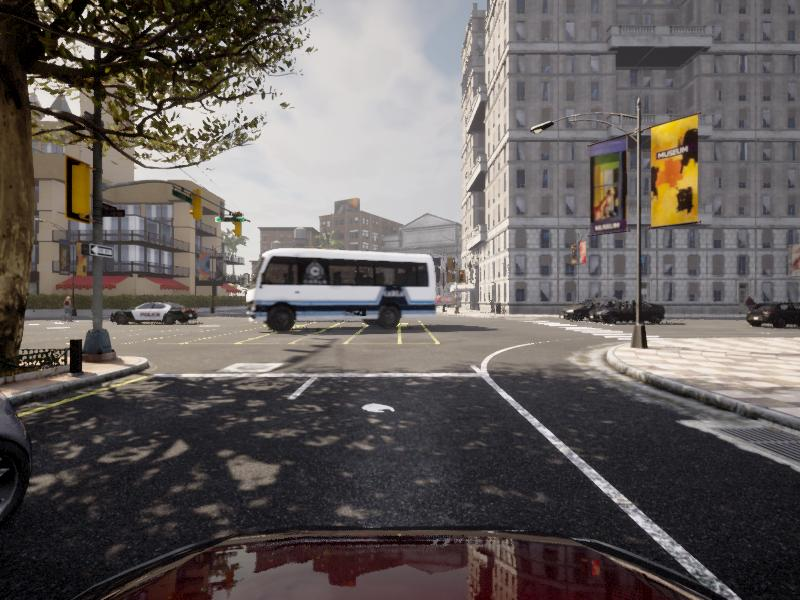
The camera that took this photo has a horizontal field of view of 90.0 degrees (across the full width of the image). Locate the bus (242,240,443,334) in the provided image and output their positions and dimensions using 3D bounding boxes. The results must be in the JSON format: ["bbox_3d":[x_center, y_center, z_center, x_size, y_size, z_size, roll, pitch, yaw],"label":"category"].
[{"bbox_3d":[-3.110,-0.539,22.001,10.273,4.253,3.944,0,-1,-23],"label":"bus"}]

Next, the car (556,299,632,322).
[{"bbox_3d":[14.431,0.752,29.973,4.611,1.667,2.242,0,0,0],"label":"car"}]

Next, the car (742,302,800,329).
[{"bbox_3d":[22.546,0.851,23.029,4.193,1.474,1.816,0,0,0],"label":"car"}]

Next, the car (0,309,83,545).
[{"bbox_3d":[-3.492,0.826,1.425,1.845,1.501,3.633,0,0,0],"label":"car"}]

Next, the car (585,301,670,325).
[{"bbox_3d":[14.950,0.825,26.475,4.514,1.525,2.007,0,0,0],"label":"car"}]

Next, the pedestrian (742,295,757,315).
[{"bbox_3d":[33.024,0.480,37.781,0.751,1.860,0.751,0,0,-5],"label":"pedestrian"}]

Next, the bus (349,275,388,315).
[{"bbox_3d":[-3.622,-0.541,48.601,3.944,4.253,10.273,0,0,0],"label":"bus"}]

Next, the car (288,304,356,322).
[{"bbox_3d":[-5.751,0.939,29.858,4.718,1.301,1.895,0,0,0],"label":"car"}]

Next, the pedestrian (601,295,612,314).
[{"bbox_3d":[20.423,0.479,39.606,0.751,1.860,0.751,0,0,0],"label":"pedestrian"}]

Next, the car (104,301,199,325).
[{"bbox_3d":[-16.200,0.822,26.300,4.974,1.542,2.038,0,0,0],"label":"car"}]

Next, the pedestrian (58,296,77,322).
[{"bbox_3d":[-23.616,0.633,28.453,0.751,1.860,0.751,0,0,-7],"label":"pedestrian"}]

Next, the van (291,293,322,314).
[{"bbox_3d":[-11.502,0.371,49.802,2.351,2.431,6.366,0,0,0],"label":"van"}]
